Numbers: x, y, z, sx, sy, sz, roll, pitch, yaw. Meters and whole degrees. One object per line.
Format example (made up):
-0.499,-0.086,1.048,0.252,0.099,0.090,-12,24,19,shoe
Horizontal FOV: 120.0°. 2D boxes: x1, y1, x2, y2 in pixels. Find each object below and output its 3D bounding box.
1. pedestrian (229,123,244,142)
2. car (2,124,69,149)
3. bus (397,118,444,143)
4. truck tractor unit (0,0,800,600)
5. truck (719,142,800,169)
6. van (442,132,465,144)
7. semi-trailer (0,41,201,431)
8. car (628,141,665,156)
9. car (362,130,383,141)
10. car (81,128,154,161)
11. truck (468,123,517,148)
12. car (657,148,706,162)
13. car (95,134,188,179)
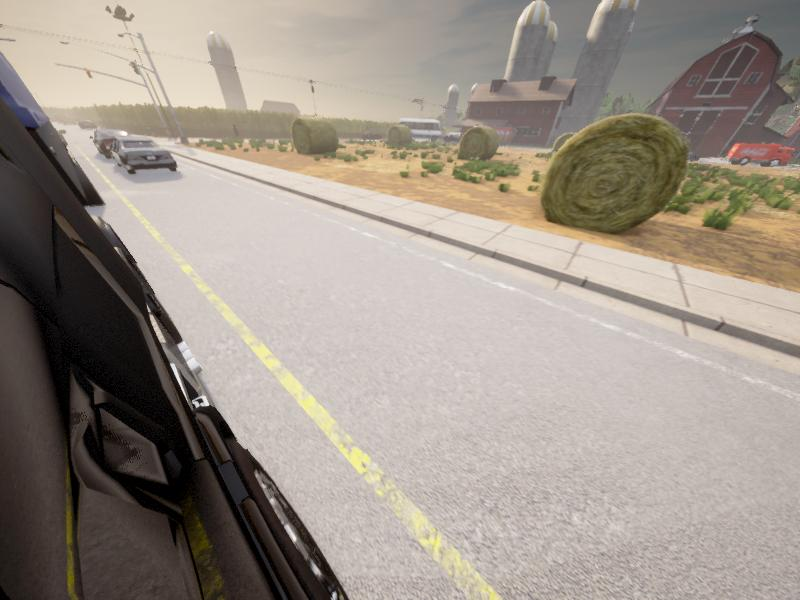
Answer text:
-20.311,-20.724,28.648,0.751,1.860,0.751,25,42,27,pedestrian
-28.592,-12.998,18.329,1.994,1.385,4.181,-28,46,-35,car
4.772,-39.477,53.858,10.273,4.253,3.944,7,37,6,bus
-2.645,-0.295,0.352,6.516,4.208,3.053,28,44,30,truck tractor unit
47.350,-19.096,30.443,5.204,2.467,2.627,25,42,27,truck
12.477,-37.704,53.796,4.480,2.038,2.069,25,42,27,van
-8.691,-3.588,4.267,14.254,4.402,2.717,28,43,30,semi-trailer
43.146,-26.583,40.535,3.866,1.878,1.905,-3,43,-5,car
-6.032,-36.200,50.847,2.097,1.767,4.553,26,42,28,car
-18.775,-10.409,15.342,4.792,1.488,2.163,28,43,30,car
19.567,-35.142,49.273,8.468,3.827,2.891,25,42,27,truck
41.378,-21.425,34.117,4.181,1.385,1.994,25,43,28,car
-13.130,-7.390,11.685,5.357,1.411,2.033,28,43,30,car
